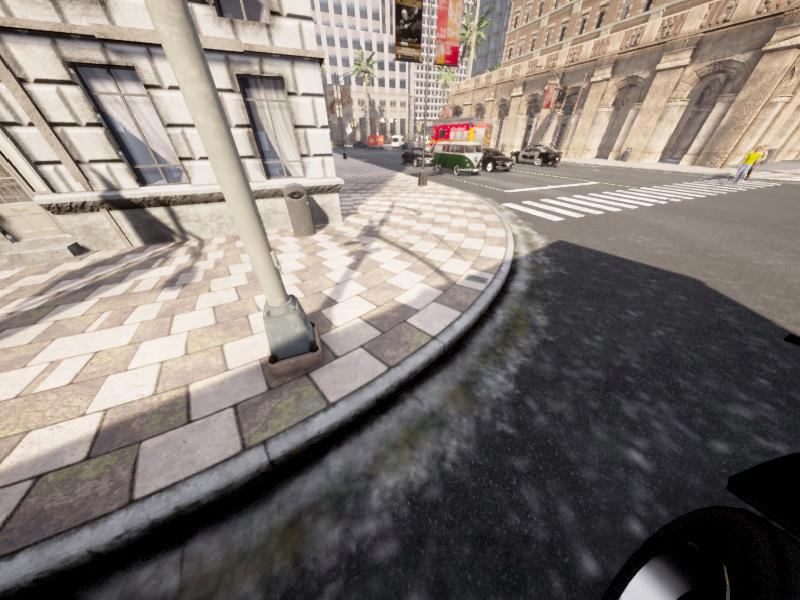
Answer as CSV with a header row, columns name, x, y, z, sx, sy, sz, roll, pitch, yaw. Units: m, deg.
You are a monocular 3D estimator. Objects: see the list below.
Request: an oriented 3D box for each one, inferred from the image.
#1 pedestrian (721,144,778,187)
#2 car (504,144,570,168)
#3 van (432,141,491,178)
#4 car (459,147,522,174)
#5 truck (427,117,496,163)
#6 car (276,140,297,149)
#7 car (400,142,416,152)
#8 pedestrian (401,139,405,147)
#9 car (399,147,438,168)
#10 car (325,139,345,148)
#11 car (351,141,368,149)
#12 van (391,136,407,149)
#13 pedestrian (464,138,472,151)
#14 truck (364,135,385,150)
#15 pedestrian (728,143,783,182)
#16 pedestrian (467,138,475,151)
name,x,y,z,sx,sy,sz,roll,pitch,yaw
pedestrian,18.456,-7.134,12.257,0.751,1.860,0.751,-16,38,-21
car,12.930,-14.021,22.299,1.930,1.638,5.238,-14,37,-18
van,4.258,-10.413,16.937,1.775,1.987,4.442,-14,37,-18
car,7.130,-11.494,18.879,1.837,1.490,4.892,-14,37,-18
truck,6.559,-18.503,26.805,2.891,3.827,8.468,-13,37,-18
car,-29.439,-40.369,59.838,4.553,1.767,2.097,-13,37,-18
car,1.457,-30.135,45.337,1.845,1.501,3.633,-13,37,-18
pedestrian,0.876,-45.996,67.518,0.751,1.860,0.751,-15,38,-20
car,1.623,-13.832,22.276,1.812,1.442,4.674,-14,37,-18
car,-17.056,-41.063,60.665,4.605,1.855,1.932,10,37,15
car,-10.109,-38.395,57.134,3.988,1.617,1.851,27,43,33
van,-0.125,-38.092,55.723,1.988,2.561,5.915,10,37,15
pedestrian,11.871,-27.240,40.566,0.751,1.860,0.751,-22,41,-28
truck,-5.658,-34.780,51.108,2.627,2.467,5.204,-17,36,-22
pedestrian,20.475,-7.927,13.369,0.751,1.860,0.751,-12,37,-16
pedestrian,12.567,-27.342,40.706,0.751,1.860,0.751,-11,36,-14
